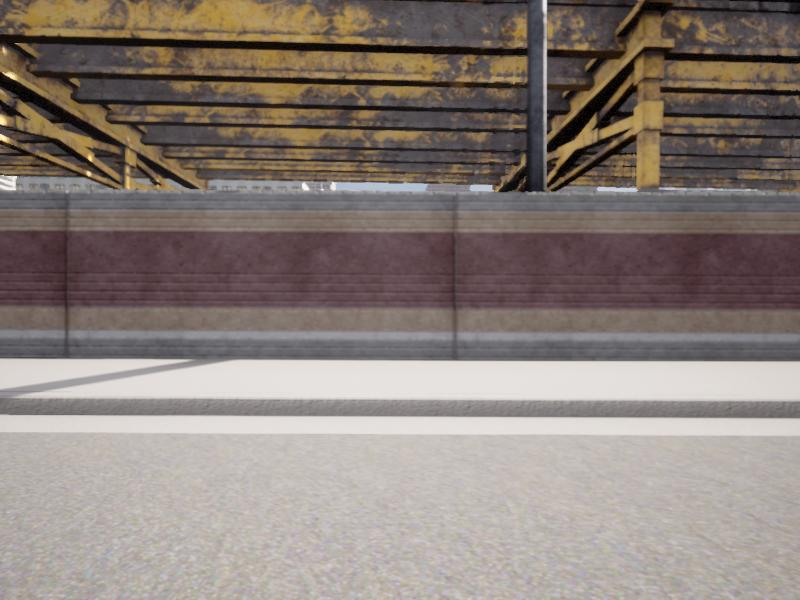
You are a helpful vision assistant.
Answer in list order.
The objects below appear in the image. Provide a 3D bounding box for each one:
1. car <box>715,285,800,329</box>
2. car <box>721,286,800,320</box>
[{"bbox_3d":[14.797,0.262,14.634,4.974,1.542,2.038,0,0,44],"label":"car"},{"bbox_3d":[14.760,0.104,14.670,4.536,1.218,1.853,0,0,44],"label":"car"}]
